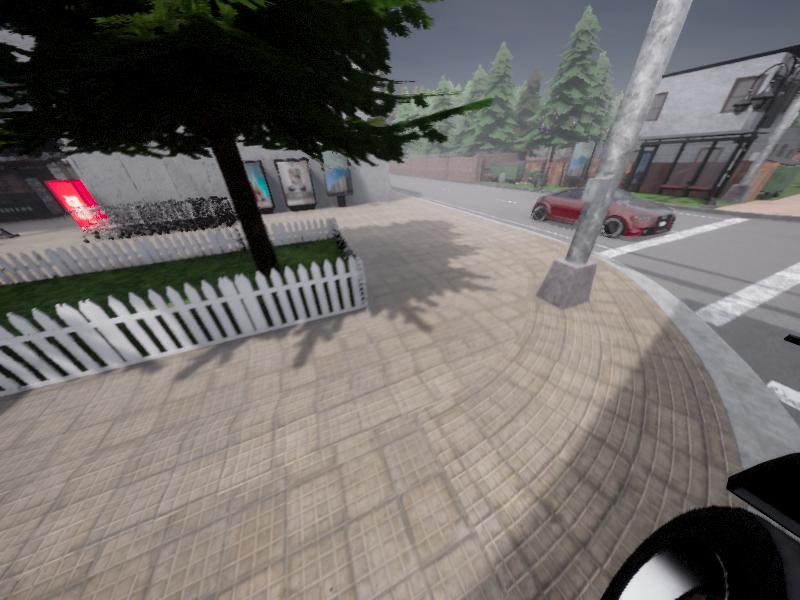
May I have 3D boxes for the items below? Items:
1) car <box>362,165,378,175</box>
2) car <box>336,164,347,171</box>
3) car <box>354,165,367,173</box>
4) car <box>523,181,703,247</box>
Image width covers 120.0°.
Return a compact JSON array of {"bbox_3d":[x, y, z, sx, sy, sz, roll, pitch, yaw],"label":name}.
[{"bbox_3d":[-6.033,-25.883,45.907,2.007,1.525,4.514,-13,33,-17],"label":"car"},{"bbox_3d":[-18.652,-42.213,73.411,2.242,1.667,4.611,-17,34,-22],"label":"car"},{"bbox_3d":[-9.024,-29.869,52.596,1.789,1.549,3.705,-13,33,-17],"label":"car"},{"bbox_3d":[7.108,-3.376,8.429,1.994,1.385,4.181,-14,33,-18],"label":"car"}]
